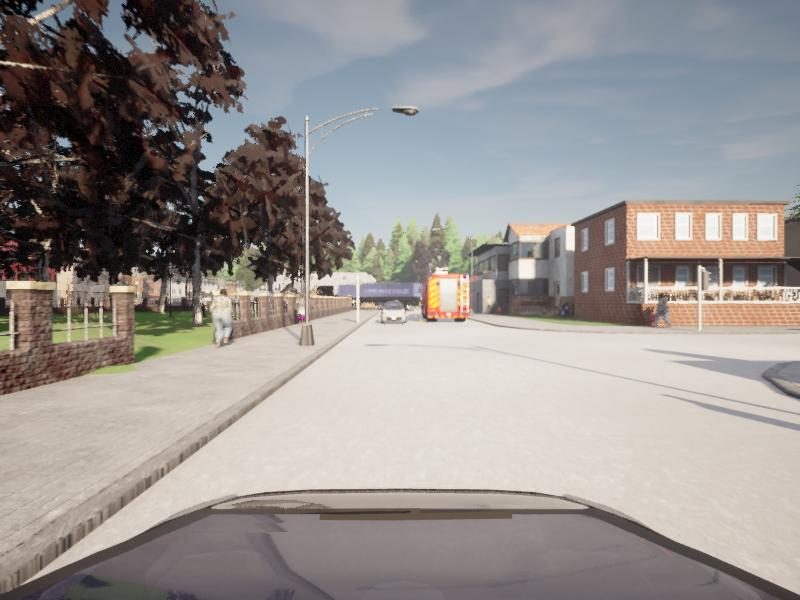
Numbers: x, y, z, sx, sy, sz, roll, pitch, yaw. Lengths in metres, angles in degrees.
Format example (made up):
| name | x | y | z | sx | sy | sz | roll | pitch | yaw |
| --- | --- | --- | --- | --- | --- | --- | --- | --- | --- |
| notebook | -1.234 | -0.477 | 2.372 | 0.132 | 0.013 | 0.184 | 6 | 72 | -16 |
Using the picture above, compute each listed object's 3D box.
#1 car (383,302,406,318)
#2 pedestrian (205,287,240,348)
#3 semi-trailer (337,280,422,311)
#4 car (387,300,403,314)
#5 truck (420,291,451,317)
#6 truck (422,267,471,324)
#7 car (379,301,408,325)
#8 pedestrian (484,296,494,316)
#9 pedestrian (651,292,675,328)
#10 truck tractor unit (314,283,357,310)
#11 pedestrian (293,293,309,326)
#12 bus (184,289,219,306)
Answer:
| name | x | y | z | sx | sy | sz | roll | pitch | yaw |
| --- | --- | --- | --- | --- | --- | --- | --- | --- | --- |
| car | -0.531 | 0.889 | 37.774 | 2.033 | 1.411 | 5.357 | 0 | 0 | -1 |
| pedestrian | -5.568 | 0.530 | 12.590 | 0.751 | 1.860 | 0.751 | 0 | 0 | -1 |
| semi-trailer | -3.474 | -0.634 | 62.324 | 14.254 | 4.402 | 2.717 | 0 | -1 | 32 |
| car | -0.517 | 0.794 | 46.873 | 1.801 | 1.575 | 5.366 | 0 | 0 | 0 |
| truck | 3.480 | 0.351 | 40.073 | 2.627 | 2.467 | 5.204 | 0 | 0 | -1 |
| truck | 3.320 | -0.326 | 31.100 | 2.891 | 3.827 | 8.468 | 0 | 0 | 0 |
| car | -0.439 | 0.823 | 26.974 | 1.845 | 1.501 | 3.633 | 0 | 0 | -1 |
| pedestrian | 8.386 | 0.527 | 37.700 | 0.751 | 1.860 | 0.751 | 0 | 0 | 1 |
| pedestrian | 13.781 | 0.522 | 21.002 | 0.751 | 1.860 | 0.751 | 0 | 0 | -2 |
| truck tractor unit | -10.489 | -0.532 | 65.522 | 6.516 | 4.208 | 3.053 | 0 | 0 | 1 |
| pedestrian | -5.676 | 0.529 | 23.026 | 0.751 | 1.860 | 0.751 | 0 | 0 | -1 |
| bus | -50.368 | -0.554 | 102.063 | 3.944 | 4.253 | 10.273 | 0 | 0 | -1 |
